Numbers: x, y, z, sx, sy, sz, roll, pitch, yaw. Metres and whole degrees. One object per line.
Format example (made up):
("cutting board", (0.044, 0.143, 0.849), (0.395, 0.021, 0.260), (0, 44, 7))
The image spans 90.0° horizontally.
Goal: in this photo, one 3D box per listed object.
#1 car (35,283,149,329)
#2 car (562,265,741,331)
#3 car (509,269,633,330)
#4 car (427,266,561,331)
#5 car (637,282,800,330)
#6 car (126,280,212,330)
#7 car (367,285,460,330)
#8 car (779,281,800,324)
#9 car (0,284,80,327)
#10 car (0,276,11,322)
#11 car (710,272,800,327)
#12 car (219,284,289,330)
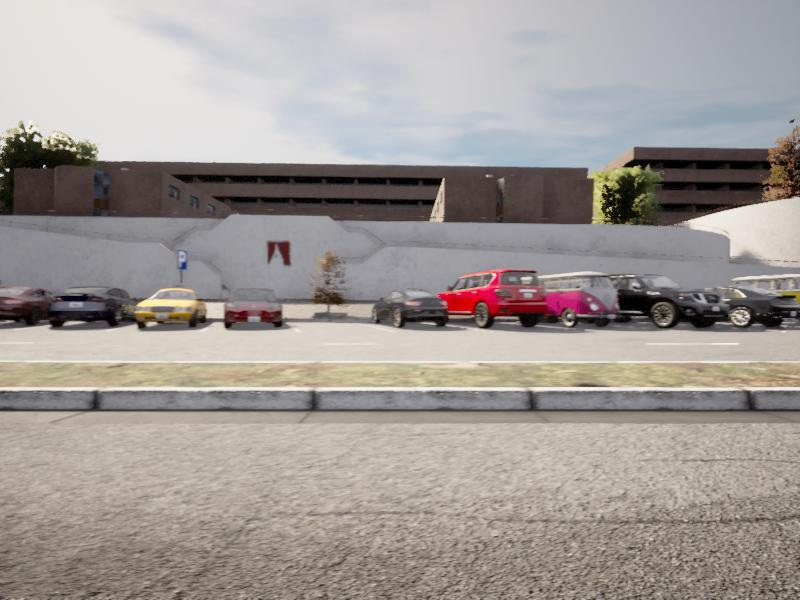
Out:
("car", (-11.645, 0.230, 15.599), (2.163, 1.488, 4.792), (0, -1, -20))
("car", (9.276, -0.021, 15.538), (2.435, 2.045, 5.566), (0, -1, -20))
("car", (6.323, 0.008, 15.456), (1.878, 1.987, 4.442), (0, -1, -20))
("car", (3.280, -0.012, 15.593), (2.435, 2.045, 5.566), (0, -1, -20))
("car", (12.245, 0.227, 15.552), (2.231, 1.521, 4.892), (0, -1, -20))
("car", (-8.576, 0.210, 15.399), (1.946, 1.575, 5.366), (1, -1, -20))
("car", (0.308, 0.278, 15.561), (2.002, 1.452, 4.674), (0, -1, -20))
("car", (18.219, 0.090, 15.526), (2.185, 1.767, 4.553), (0, -1, -20))
("car", (-14.618, 0.215, 15.570), (2.002, 1.452, 4.674), (0, -1, -20))
("car", (-17.548, -0.076, 15.472), (1.878, 1.987, 4.442), (1, -1, -20))
("car", (15.184, -0.003, 15.667), (1.878, 1.987, 4.442), (0, -1, -20))
("car", (-5.649, 0.257, 15.542), (2.163, 1.488, 4.792), (1, -1, -20))
